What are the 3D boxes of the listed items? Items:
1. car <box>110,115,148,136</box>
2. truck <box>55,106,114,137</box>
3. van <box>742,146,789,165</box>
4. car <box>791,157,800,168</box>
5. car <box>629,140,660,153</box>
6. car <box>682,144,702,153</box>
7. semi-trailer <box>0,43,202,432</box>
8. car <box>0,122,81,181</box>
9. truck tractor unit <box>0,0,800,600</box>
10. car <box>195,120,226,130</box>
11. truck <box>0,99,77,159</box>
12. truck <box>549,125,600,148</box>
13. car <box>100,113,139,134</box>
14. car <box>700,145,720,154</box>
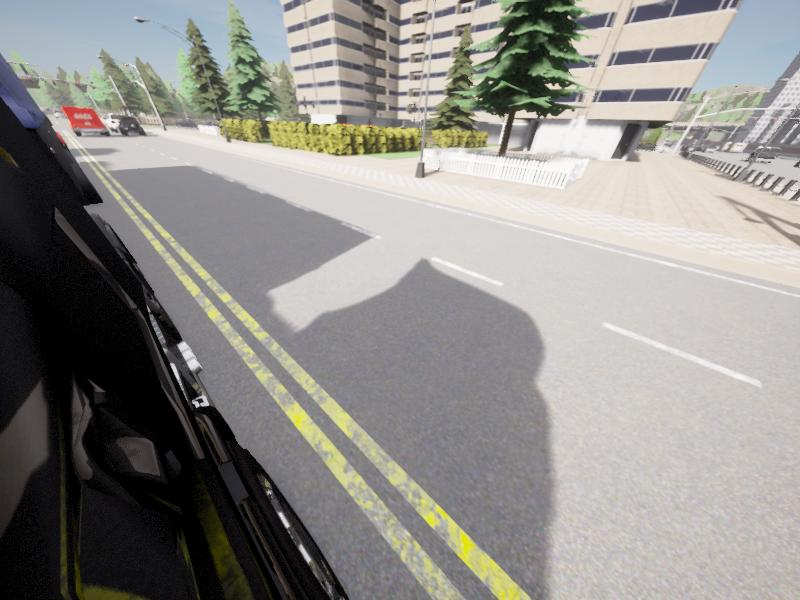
[{"bbox_3d":[-32.435,-20.881,27.698,3.866,1.878,1.905,28,44,30],"label":"car"},{"bbox_3d":[-33.968,-19.197,24.873,5.204,2.467,2.627,28,44,30],"label":"truck"},{"bbox_3d":[52.351,-20.863,33.224,2.069,2.038,4.480,28,44,30],"label":"van"},{"bbox_3d":[52.199,-17.260,28.917,1.812,1.442,4.674,28,44,30],"label":"car"},{"bbox_3d":[48.751,-30.728,46.159,3.866,1.878,1.905,27,43,29],"label":"car"},{"bbox_3d":[72.642,-37.896,57.574,2.033,1.649,4.856,28,44,30],"label":"car"},{"bbox_3d":[-8.691,-3.622,4.217,14.254,4.402,2.717,28,44,30],"label":"semi-trailer"},{"bbox_3d":[-15.840,-6.337,9.647,4.611,1.667,2.242,28,44,30],"label":"car"},{"bbox_3d":[-2.645,-0.295,0.351,6.516,4.208,3.053,28,44,30],"label":"truck tractor unit"},{"bbox_3d":[-42.272,-39.105,51.584,2.242,1.667,4.611,28,44,30],"label":"car"},{"bbox_3d":[-21.839,-9.907,13.323,5.204,2.467,2.627,28,44,30],"label":"truck"},{"bbox_3d":[40.793,-38.532,54.376,8.468,3.827,2.891,29,44,30],"label":"truck"},{"bbox_3d":[-37.843,-23.856,31.166,5.566,2.045,2.150,28,44,30],"label":"car"},{"bbox_3d":[76.439,-37.181,56.975,1.851,1.617,3.988,28,44,30],"label":"car"}]
